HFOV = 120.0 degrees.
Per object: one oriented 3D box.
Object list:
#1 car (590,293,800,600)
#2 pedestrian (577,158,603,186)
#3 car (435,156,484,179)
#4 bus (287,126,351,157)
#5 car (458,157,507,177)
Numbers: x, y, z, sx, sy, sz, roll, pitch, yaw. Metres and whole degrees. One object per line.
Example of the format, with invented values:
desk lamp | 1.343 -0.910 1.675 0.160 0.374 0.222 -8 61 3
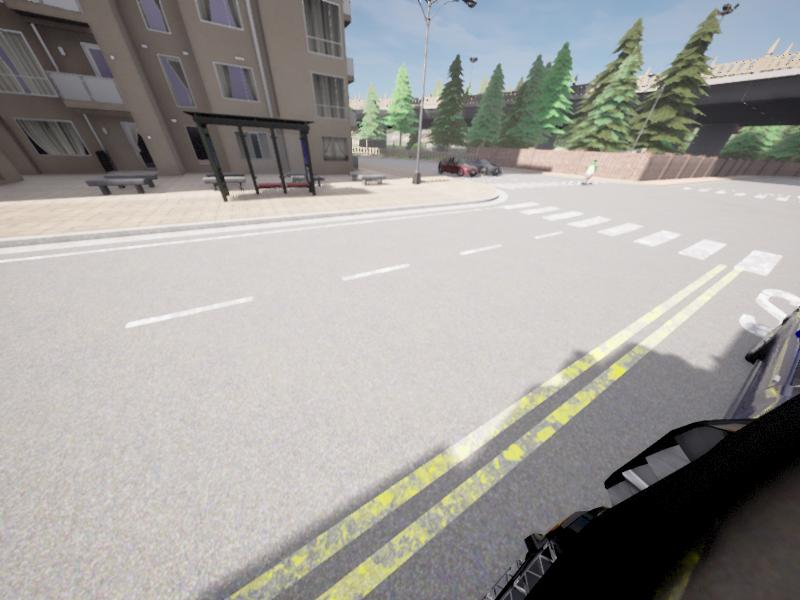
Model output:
car | 3.724 1.052 1.422 4.718 1.301 1.895 -16 38 -26
pedestrian | 15.165 -10.208 18.470 0.751 1.860 0.751 -15 38 -25
car | 5.324 -12.317 21.327 1.816 1.474 4.193 -16 38 -26
bus | -14.838 -29.436 43.064 10.273 4.253 3.944 11 34 12
car | 8.127 -13.348 23.167 1.994 1.385 4.181 -17 38 -27
